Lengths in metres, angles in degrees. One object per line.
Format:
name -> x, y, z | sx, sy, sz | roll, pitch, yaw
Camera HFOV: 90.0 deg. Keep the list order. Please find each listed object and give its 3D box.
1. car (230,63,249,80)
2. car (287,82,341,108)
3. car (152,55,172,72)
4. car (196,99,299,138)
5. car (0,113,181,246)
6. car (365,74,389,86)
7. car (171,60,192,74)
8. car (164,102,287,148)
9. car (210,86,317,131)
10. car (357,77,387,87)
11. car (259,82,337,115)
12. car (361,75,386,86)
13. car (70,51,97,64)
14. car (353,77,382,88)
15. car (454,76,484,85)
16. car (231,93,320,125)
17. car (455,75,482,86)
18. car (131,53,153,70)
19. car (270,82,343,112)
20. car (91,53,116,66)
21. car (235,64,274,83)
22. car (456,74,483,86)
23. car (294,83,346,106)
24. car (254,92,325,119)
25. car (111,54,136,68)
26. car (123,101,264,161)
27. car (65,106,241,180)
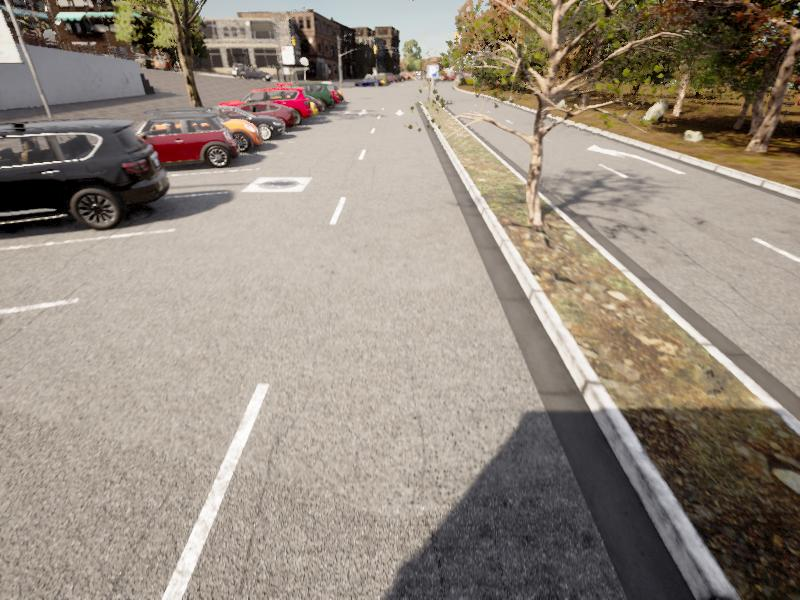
car -> -25.547, -36.405, 63.713 | 2.435, 2.045, 5.566 | -5, 29, -20
car -> -7.933, -19.078, 37.134 | 4.442, 1.987, 1.878 | -11, 31, -16
car -> -37.531, -37.311, 63.155 | 1.878, 1.987, 4.442 | -5, 29, -20
car -> -8.120, -9.839, 21.579 | 4.792, 1.488, 2.163 | -11, 32, -17
car -> -8.108, -2.576, 8.444 | 5.566, 2.045, 2.435 | -11, 32, -17
car -> -4.661, -44.134, 80.142 | 4.442, 1.987, 1.878 | -8, 30, -12
car -> -34.586, -36.912, 63.460 | 2.231, 1.521, 4.892 | -5, 29, -20
car -> -8.099, -8.374, 18.979 | 4.892, 1.521, 2.231 | -11, 31, -17
car -> -8.125, -11.580, 24.043 | 5.566, 2.045, 2.435 | -11, 32, -17
car -> -5.209, -40.946, 75.062 | 5.366, 1.575, 1.946 | -8, 30, -12
car -> -8.111, -16.073, 31.857 | 5.566, 2.045, 2.435 | -11, 32, -17
car -> -5.121, -42.525, 77.560 | 4.553, 1.767, 2.185 | -8, 30, -12
car -> -49.654, -38.117, 62.901 | 2.002, 1.452, 4.674 | -5, 29, -20
car -> -5.848, -39.413, 72.491 | 4.792, 1.488, 2.163 | -8, 31, -13
car -> 13.783, -43.791, 79.886 | 5.366, 1.575, 1.946 | -6, 31, -12
car -> -8.270, -12.833, 26.725 | 5.366, 1.575, 1.946 | -11, 32, -17
car -> 13.253, -42.400, 77.231 | 4.553, 1.767, 2.185 | -7, 31, -12
car -> -40.547, -37.559, 63.038 | 1.878, 1.987, 4.442 | -5, 29, -20
car -> -8.044, -17.586, 34.489 | 5.566, 2.045, 2.435 | -11, 31, -17
car -> -46.638, -37.877, 63.031 | 2.002, 1.452, 4.674 | -5, 29, -20
car -> -20.424, -31.779, 56.242 | 4.605, 1.855, 1.932 | 5, 28, -2
car -> 12.874, -41.001, 74.609 | 4.442, 1.987, 1.878 | -7, 31, -12
car -> -7.963, -20.474, 39.766 | 4.553, 1.767, 2.185 | -11, 32, -16
car -> -8.086, -14.327, 29.404 | 4.674, 1.452, 2.002 | -11, 32, -17
car -> -43.685, -37.750, 63.274 | 1.946, 1.575, 5.366 | -5, 29, -20
car -> -8.123, -6.980, 16.308 | 4.553, 1.767, 2.185 | -11, 31, -17
car -> -8.057, -5.488, 13.722 | 4.553, 1.767, 2.185 | -11, 32, -17
